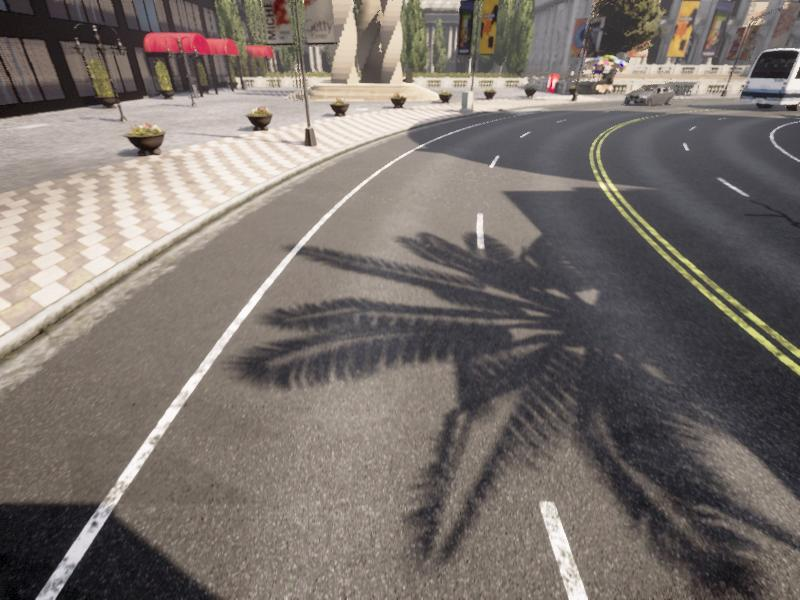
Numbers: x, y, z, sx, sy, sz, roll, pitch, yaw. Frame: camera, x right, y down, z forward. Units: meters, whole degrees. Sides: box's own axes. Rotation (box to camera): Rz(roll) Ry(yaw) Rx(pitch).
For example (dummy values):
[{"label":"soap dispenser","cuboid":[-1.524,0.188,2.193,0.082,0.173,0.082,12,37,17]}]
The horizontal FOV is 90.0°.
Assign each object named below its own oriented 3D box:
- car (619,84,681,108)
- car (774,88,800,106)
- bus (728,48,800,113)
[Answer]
[{"label":"car","cuboid":[22.267,-18.244,35.637,4.611,1.667,2.242,-16,34,-25]},{"label":"car","cuboid":[38.004,-19.003,37.343,4.181,1.385,1.994,-4,31,-7]},{"label":"bus","cuboid":[33.345,-17.999,32.745,10.273,4.253,3.944,-10,32,-16]}]
